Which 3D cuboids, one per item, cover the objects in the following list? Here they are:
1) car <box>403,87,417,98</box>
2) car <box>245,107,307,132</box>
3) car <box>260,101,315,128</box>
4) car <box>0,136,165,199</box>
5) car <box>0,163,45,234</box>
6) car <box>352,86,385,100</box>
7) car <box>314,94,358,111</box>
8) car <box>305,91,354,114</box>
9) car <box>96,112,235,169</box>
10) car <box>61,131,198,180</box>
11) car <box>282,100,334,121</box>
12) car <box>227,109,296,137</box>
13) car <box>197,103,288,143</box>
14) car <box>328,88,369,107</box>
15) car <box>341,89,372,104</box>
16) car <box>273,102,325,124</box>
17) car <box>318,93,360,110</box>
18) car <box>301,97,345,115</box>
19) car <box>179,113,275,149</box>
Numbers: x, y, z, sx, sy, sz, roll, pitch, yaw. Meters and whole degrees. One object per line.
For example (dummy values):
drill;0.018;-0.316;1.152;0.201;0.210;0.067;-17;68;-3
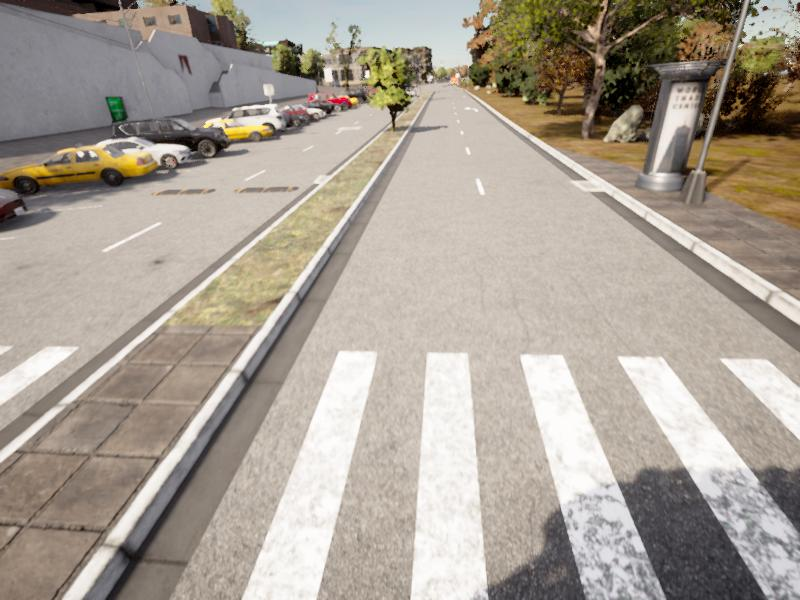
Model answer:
car;1.863;-37.818;72.867;2.242;1.667;4.611;0;29;6
car;-10.520;-15.481;34.192;4.674;1.452;2.002;-10;29;-11
car;-10.273;-17.091;36.704;4.553;1.767;2.185;-10;29;-11
car;-12.713;-5.319;15.831;5.366;1.575;1.946;-10;29;-11
car;-13.085;-2.459;10.653;4.792;1.488;2.163;-10;29;-11
car;-5.974;-39.206;75.672;5.566;2.045;2.435;-10;30;-11
car;-8.336;-25.868;52.397;5.366;1.575;1.946;-10;29;-11
car;-8.792;-24.585;49.650;5.566;2.045;2.435;-10;29;-11
car;-11.947;-8.460;21.005;5.566;2.045;2.435;-10;29;-11
car;-12.249;-6.756;18.513;4.674;1.452;2.002;-10;29;-11
car;-9.654;-19.931;41.967;5.008;1.535;2.097;-10;30;-11
car;-10.833;-14.018;31.563;4.792;1.488;2.163;-10;30;-11
car;-11.137;-12.804;28.823;5.566;2.045;2.435;-10;30;-11
car;-7.697;-30.447;60.029;5.566;2.045;2.435;-10;30;-11
car;-7.058;-33.276;65.313;4.553;1.767;2.185;-10;30;-11
car;-9.948;-18.423;39.390;4.674;1.452;2.002;-10;29;-11
car;-8.408;-27.269;54.920;5.366;1.575;1.946;-10;30;-11
car;-9.059;-22.865;47.186;4.792;1.488;2.163;-10;30;-11
car;-11.206;-11.169;26.375;5.366;1.575;1.946;-10;29;-11
